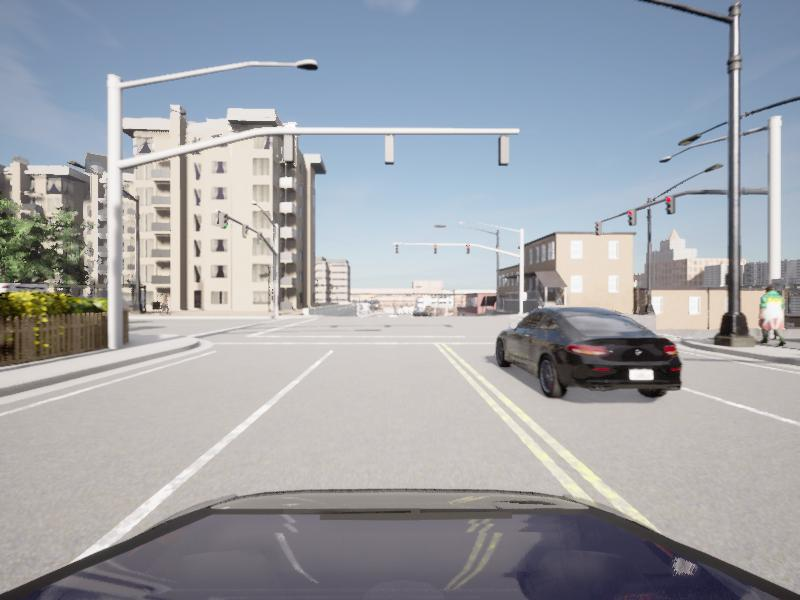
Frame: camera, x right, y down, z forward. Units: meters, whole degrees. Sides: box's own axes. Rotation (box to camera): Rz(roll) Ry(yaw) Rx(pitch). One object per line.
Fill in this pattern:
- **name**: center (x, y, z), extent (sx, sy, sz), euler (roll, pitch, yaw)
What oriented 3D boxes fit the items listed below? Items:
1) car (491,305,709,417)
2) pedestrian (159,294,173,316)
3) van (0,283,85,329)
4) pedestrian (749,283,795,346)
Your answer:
- **car**: center (3.247, 0.850, 7.744), extent (1.812, 1.442, 4.674), euler (0, 0, -1)
- **pedestrian**: center (-19.883, 0.409, 33.984), extent (0.751, 1.860, 0.751), euler (0, 0, -1)
- **van**: center (-21.951, 0.325, 22.643), extent (6.366, 2.431, 2.351), euler (0, 0, 0)
- **pedestrian**: center (11.451, 0.435, 12.351), extent (0.751, 1.860, 0.751), euler (0, 0, 11)
